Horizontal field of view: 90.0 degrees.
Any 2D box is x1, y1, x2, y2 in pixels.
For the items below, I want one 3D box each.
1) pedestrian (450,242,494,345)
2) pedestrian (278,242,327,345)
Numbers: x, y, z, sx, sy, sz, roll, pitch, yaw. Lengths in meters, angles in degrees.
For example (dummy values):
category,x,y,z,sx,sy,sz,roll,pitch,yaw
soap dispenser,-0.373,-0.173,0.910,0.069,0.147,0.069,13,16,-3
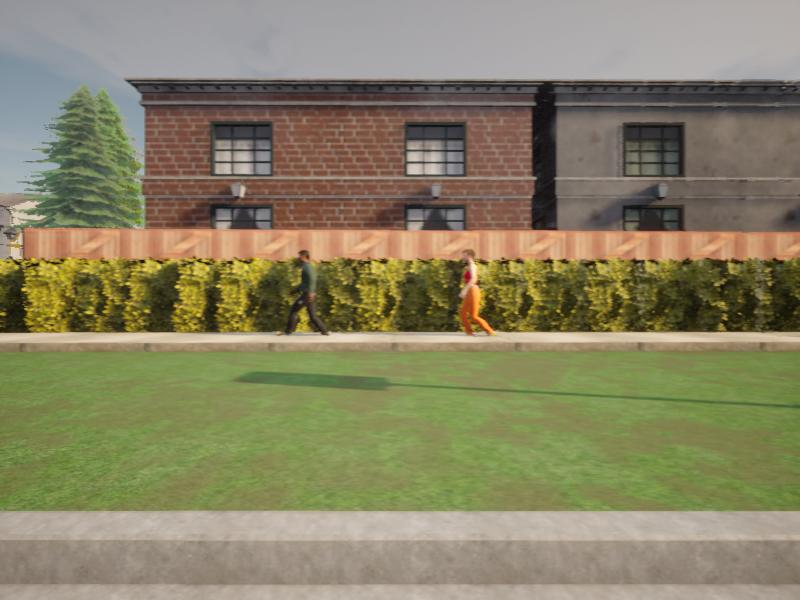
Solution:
category,x,y,z,sx,sy,sz,roll,pitch,yaw
pedestrian,1.343,-0.115,7.602,0.751,1.860,0.751,0,0,3
pedestrian,-1.832,-0.115,7.644,0.751,1.860,0.751,0,0,0
